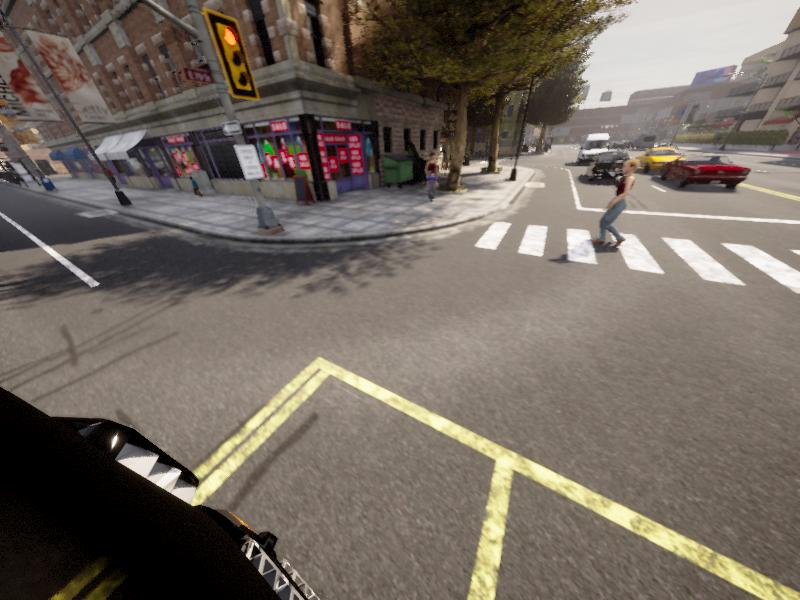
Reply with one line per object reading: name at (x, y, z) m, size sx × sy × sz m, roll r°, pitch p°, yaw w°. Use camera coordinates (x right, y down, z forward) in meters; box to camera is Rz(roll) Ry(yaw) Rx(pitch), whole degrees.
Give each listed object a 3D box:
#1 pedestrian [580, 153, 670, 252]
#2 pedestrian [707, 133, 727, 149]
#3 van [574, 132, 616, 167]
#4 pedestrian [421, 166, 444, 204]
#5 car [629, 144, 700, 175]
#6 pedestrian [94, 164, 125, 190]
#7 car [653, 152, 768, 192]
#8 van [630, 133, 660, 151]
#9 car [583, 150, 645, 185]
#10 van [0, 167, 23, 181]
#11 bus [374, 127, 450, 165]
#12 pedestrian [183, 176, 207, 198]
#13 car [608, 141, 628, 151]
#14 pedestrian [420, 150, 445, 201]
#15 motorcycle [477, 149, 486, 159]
pedestrian at (4.842, -2.149, 5.156) m, size 0.751 × 1.860 × 0.751 m, roll 18°, pitch 38°, yaw 28°
pedestrian at (45.447, -22.731, 33.128) m, size 0.751 × 1.860 × 0.751 m, roll 13°, pitch 37°, yaw 23°
van at (19.123, -14.974, 22.982) m, size 1.988 × 2.561 × 5.915 m, roll 16°, pitch 38°, yaw 26°
pedestrian at (1.310, -4.773, 9.620) m, size 0.751 × 1.300 × 0.751 m, roll -6°, pitch 34°, yaw -5°
car at (18.623, -10.169, 16.609) m, size 1.801 × 1.575 × 5.366 m, roll 16°, pitch 38°, yaw 26°
pedestrian at (-24.363, -10.327, 19.385) m, size 0.751 × 1.860 × 0.751 m, roll 16°, pitch 38°, yaw 27°
car at (15.209, -6.637, 11.763) m, size 1.895 × 1.301 × 4.718 m, roll 16°, pitch 38°, yaw 26°
van at (45.110, -29.241, 42.720) m, size 1.988 × 2.561 × 5.915 m, roll 16°, pitch 37°, yaw 26°
car at (12.949, -8.353, 14.347) m, size 1.837 × 1.490 × 4.892 m, roll 16°, pitch 38°, yaw 26°
van at (-71.005, -21.897, 40.426) m, size 4.480 × 2.038 × 2.069 m, roll -23°, pitch 38°, yaw -25°
bus at (1.703, -22.925, 34.737) m, size 10.273 × 4.253 × 3.944 m, roll 16°, pitch 38°, yaw 26°
pedestrian at (-12.143, -6.706, 13.704) m, size 0.500 × 1.100 × 0.500 m, roll 15°, pitch 37°, yaw 25°
car at (42.557, -30.123, 45.190) m, size 1.837 × 1.490 × 4.892 m, roll 16°, pitch 37°, yaw 26°
pedestrian at (1.373, -5.440, 10.118) m, size 0.751 × 1.860 × 0.751 m, roll -14°, pitch 35°, yaw -16°
motorcycle at (13.653, -24.546, 38.788) m, size 0.764 × 1.277 × 2.356 m, roll -10°, pitch 33°, yaw 7°
